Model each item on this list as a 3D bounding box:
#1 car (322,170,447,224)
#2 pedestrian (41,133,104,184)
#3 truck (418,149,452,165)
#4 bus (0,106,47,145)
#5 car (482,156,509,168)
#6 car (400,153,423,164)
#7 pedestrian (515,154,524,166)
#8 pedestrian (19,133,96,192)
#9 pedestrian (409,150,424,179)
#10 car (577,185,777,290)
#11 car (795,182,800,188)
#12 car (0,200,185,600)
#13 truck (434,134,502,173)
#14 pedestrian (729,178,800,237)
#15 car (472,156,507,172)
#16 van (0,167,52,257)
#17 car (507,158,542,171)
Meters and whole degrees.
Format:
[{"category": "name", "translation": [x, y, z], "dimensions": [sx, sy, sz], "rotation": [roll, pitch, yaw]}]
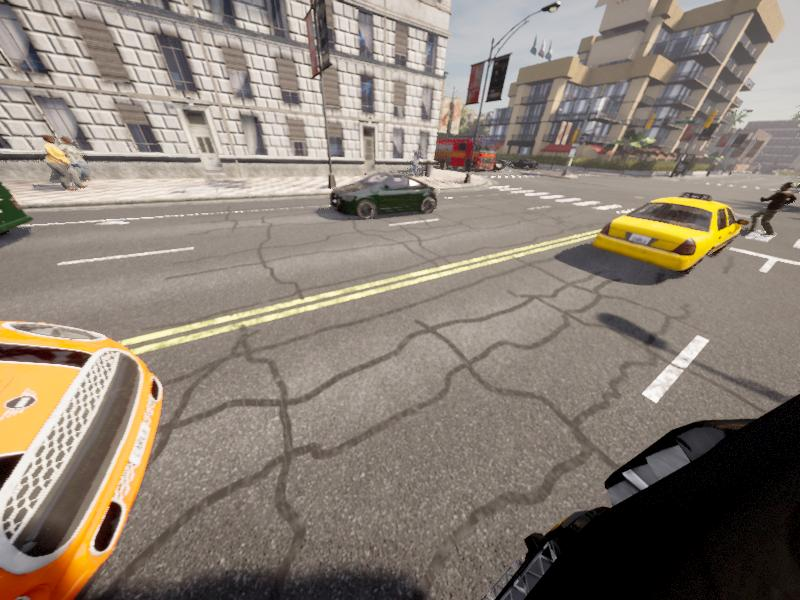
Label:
[{"category": "car", "translation": [-0.554, -4.117, 8.918], "dimensions": [4.181, 1.385, 1.994], "rotation": [-16, 38, -26]}, {"category": "pedestrian", "translation": [-14.579, -6.323, 10.367], "dimensions": [0.751, 1.860, 0.751], "rotation": [-17, 38, -27]}, {"category": "truck", "translation": [5.895, -24.896, 40.179], "dimensions": [2.390, 2.098, 6.274], "rotation": [-16, 38, -27]}, {"category": "bus", "translation": [-58.185, -23.504, 31.039], "dimensions": [10.273, 4.253, 3.944], "rotation": [-17, 39, -25]}, {"category": "car", "translation": [16.110, -23.422, 39.260], "dimensions": [1.789, 1.549, 3.705], "rotation": [-16, 38, -27]}, {"category": "car", "translation": [1.966, -24.593, 40.071], "dimensions": [1.994, 1.385, 4.181], "rotation": [-16, 38, -26]}, {"category": "pedestrian", "translation": [23.749, -27.788, 45.873], "dimensions": [0.751, 1.860, 0.751], "rotation": [-12, 36, -21]}, {"category": "pedestrian", "translation": [-12.940, -5.219, 8.830], "dimensions": [0.751, 1.860, 0.751], "rotation": [-19, 39, -29]}, {"category": "pedestrian", "translation": [1.254, -10.663, 18.191], "dimensions": [0.751, 1.860, 0.751], "rotation": [-15, 37, -25]}, {"category": "car", "translation": [7.412, -1.984, 6.138], "dimensions": [5.366, 1.575, 1.801], "rotation": [-16, 38, -26]}, {"category": "car", "translation": [55.186, -15.636, 30.501], "dimensions": [4.611, 1.667, 2.242], "rotation": [-16, 38, -26]}, {"category": "car", "translation": [-3.837, 1.097, 0.386], "dimensions": [4.553, 1.767, 2.097], "rotation": [-16, 38, -26]}, {"category": "truck", "translation": [8.463, -19.359, 30.449], "dimensions": [2.891, 3.827, 8.468], "rotation": [-16, 38, -26]}, {"category": "pedestrian", "translation": [13.453, -3.351, 8.386], "dimensions": [0.751, 1.860, 0.751], "rotation": [-8, 35, -16]}, {"category": "car", "translation": [12.135, -18.661, 31.700], "dimensions": [1.851, 1.617, 3.988], "rotation": [-16, 38, -26]}, {"category": "van", "translation": [-10.347, -1.591, 3.759], "dimensions": [4.442, 1.987, 1.775], "rotation": [-15, 37, -25]}, {"category": "car", "translation": [20.703, -22.735, 38.644], "dimensions": [1.837, 1.490, 4.892], "rotation": [-16, 38, -27]}]
